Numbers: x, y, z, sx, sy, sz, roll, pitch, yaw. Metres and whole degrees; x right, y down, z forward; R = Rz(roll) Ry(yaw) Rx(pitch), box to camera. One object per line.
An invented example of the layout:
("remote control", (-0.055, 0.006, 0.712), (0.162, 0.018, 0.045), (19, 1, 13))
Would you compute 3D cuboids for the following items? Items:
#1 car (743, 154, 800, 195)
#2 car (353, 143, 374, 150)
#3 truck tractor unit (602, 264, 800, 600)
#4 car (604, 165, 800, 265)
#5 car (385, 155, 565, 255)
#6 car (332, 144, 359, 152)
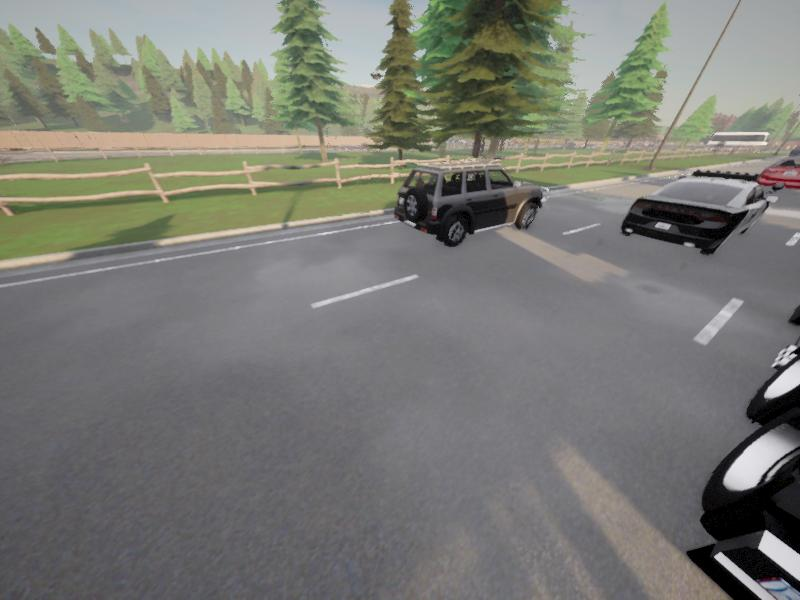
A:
("car", (22.723, -7.302, 13.244), (4.611, 1.667, 2.242), (-18, 39, -24))
("car", (-9.284, -39.353, 59.194), (4.792, 1.488, 2.163), (-18, 39, -25))
("truck tractor unit", (5.112, -0.300, 0.787), (6.516, 4.208, 3.053), (-18, 39, -24))
("car", (8.526, -2.666, 6.478), (5.238, 1.638, 1.930), (-18, 39, -24))
("car", (2.095, -2.975, 6.659), (4.605, 1.855, 1.932), (-18, 39, -24))
("car", (-12.031, -33.794, 51.252), (5.357, 1.411, 2.033), (-18, 39, -25))
